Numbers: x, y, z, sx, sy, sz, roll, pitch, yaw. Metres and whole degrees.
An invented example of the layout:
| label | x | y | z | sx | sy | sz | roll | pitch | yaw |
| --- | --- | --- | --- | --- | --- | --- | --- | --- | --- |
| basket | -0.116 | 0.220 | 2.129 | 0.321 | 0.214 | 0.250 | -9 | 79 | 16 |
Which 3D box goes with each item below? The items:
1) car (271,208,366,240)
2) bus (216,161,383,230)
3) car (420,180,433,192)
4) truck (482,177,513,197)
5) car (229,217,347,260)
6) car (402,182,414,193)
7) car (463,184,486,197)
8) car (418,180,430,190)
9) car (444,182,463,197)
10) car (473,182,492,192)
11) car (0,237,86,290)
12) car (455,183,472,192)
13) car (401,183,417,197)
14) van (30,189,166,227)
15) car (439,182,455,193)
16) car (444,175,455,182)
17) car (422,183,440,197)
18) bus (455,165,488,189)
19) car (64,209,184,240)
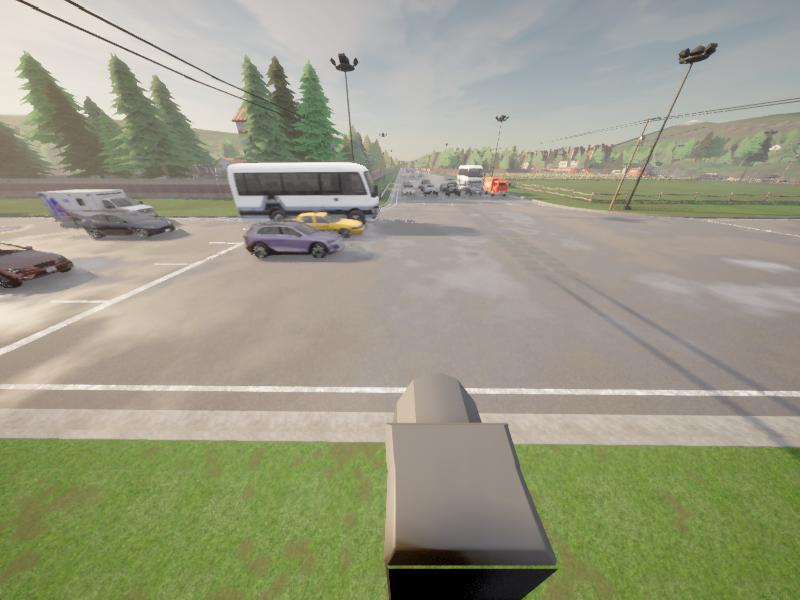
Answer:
| label | x | y | z | sx | sy | sz | roll | pitch | yaw |
| --- | --- | --- | --- | --- | --- | --- | --- | --- | --- |
| car | -5.074 | -4.973 | 15.036 | 5.366 | 1.575 | 1.801 | 0 | 30 | 0 |
| bus | -6.642 | -7.945 | 17.523 | 10.273 | 4.253 | 3.944 | 0 | 30 | 1 |
| car | 4.840 | -21.046 | 42.568 | 1.905 | 1.878 | 3.866 | 0 | 30 | 0 |
| truck | 15.314 | -17.992 | 36.694 | 2.627 | 2.467 | 5.204 | 0 | 30 | 0 |
| car | -5.511 | -3.243 | 11.997 | 4.856 | 1.649 | 2.033 | 0 | 30 | 1 |
| car | 1.339 | -20.637 | 42.224 | 2.007 | 1.525 | 4.514 | 0 | 30 | 0 |
| car | 11.815 | -17.697 | 37.146 | 2.128 | 1.511 | 4.902 | 0 | 30 | 0 |
| car | 4.868 | -24.178 | 48.353 | 2.038 | 1.542 | 4.974 | 0 | 30 | 0 |
| car | 8.311 | -17.424 | 36.294 | 1.905 | 1.878 | 3.866 | 0 | 30 | 0 |
| car | 15.347 | -21.159 | 43.286 | 1.994 | 1.385 | 4.181 | 0 | 30 | 0 |
| car | -16.014 | -1.485 | 9.103 | 4.193 | 1.474 | 1.816 | 0 | 30 | 1 |
| car | 11.845 | -21.174 | 43.385 | 1.895 | 1.301 | 4.718 | 0 | 30 | 0 |
| car | 1.309 | -17.328 | 36.348 | 2.242 | 1.667 | 4.611 | 0 | 30 | 0 |
| van | -23.106 | -7.184 | 18.021 | 6.366 | 2.431 | 2.351 | 0 | 30 | 1 |
| car | 8.336 | -20.342 | 41.702 | 1.882 | 1.535 | 5.008 | 0 | 30 | 0 |
| car | 15.483 | -38.173 | 72.501 | 2.152 | 1.651 | 5.027 | 0 | 30 | 0 |
| car | 4.803 | -17.535 | 36.755 | 2.152 | 1.651 | 5.027 | 0 | 30 | 0 |
| bus | 15.505 | -27.356 | 51.137 | 3.944 | 4.253 | 10.273 | 0 | 30 | 0 |
| car | -17.827 | -4.997 | 15.180 | 4.792 | 1.488 | 2.163 | 0 | 30 | 1 |
